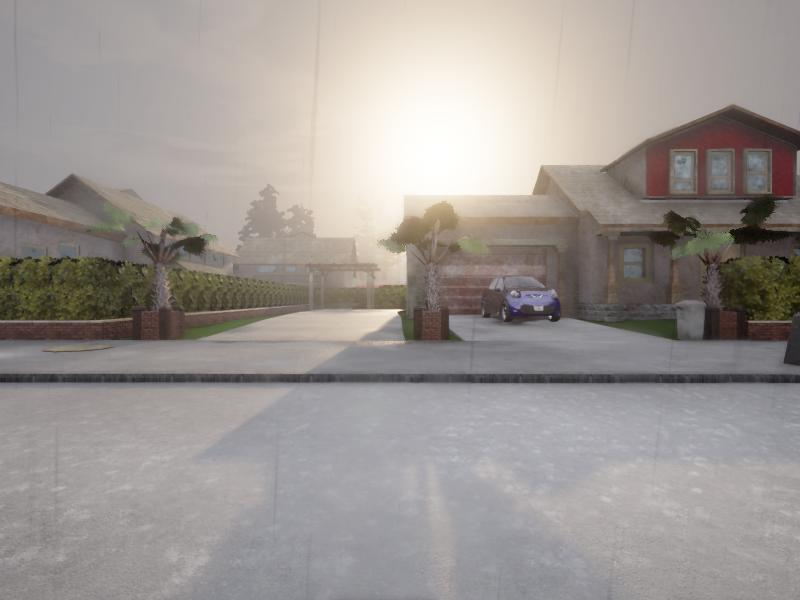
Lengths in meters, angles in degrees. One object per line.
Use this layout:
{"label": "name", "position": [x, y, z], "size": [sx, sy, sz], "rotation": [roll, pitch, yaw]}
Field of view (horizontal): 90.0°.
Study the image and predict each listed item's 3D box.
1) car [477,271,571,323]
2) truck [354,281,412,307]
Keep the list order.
{"label": "car", "position": [3.891, -0.082, 13.247], "size": [1.845, 1.501, 3.633], "rotation": [0, 0, -3]}
{"label": "truck", "position": [-2.477, -0.921, 60.272], "size": [8.468, 3.827, 2.891], "rotation": [0, 0, 0]}
